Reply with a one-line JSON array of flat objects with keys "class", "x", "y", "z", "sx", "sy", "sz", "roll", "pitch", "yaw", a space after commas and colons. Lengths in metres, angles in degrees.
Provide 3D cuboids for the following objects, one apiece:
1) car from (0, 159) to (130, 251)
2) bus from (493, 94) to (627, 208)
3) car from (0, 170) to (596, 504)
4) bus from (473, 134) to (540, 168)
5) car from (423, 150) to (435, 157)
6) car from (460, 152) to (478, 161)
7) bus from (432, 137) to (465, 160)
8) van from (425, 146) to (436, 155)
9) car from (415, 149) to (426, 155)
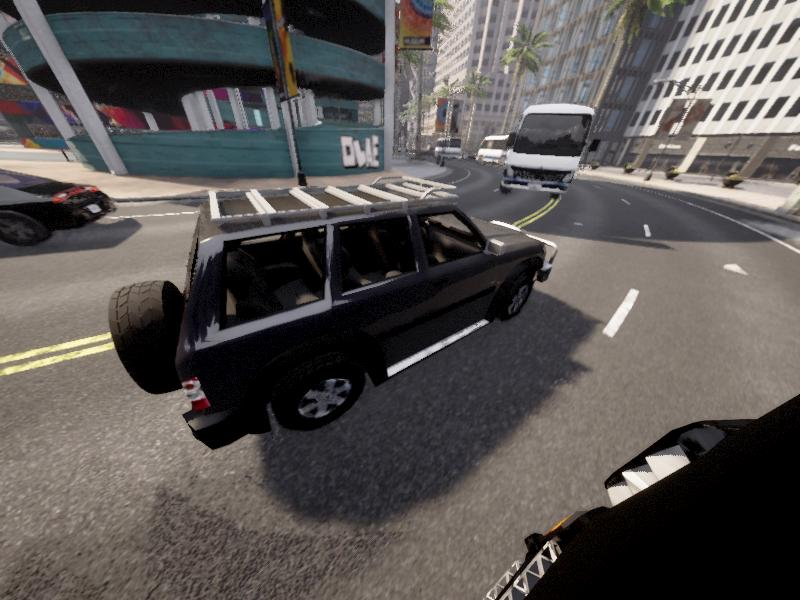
[{"class": "car", "x": -9.839, "y": -1.956, "z": 4.767, "sx": 4.974, "sy": 1.542, "sz": 2.038, "roll": -13, "pitch": 37, "yaw": -22}, {"class": "bus", "x": 9.132, "y": -9.369, "z": 14.795, "sx": 3.944, "sy": 4.253, "sz": 10.273, "roll": 17, "pitch": 36, "yaw": 19}, {"class": "car", "x": -0.033, "y": -0.447, "z": 2.901, "sx": 4.605, "sy": 1.855, "sz": 1.932, "roll": -19, "pitch": 40, "yaw": -30}, {"class": "bus", "x": 17.484, "y": -25.407, "z": 39.419, "sx": 3.944, "sy": 4.253, "sz": 10.273, "roll": -9, "pitch": 35, "yaw": -17}, {"class": "car", "x": 8.880, "y": -45.482, "z": 71.495, "sx": 2.152, "sy": 1.651, "sz": 5.027, "roll": -4, "pitch": 34, "yaw": -10}, {"class": "car", "x": 16.251, "y": -33.957, "z": 54.595, "sx": 2.038, "sy": 1.542, "sz": 4.974, "roll": -4, "pitch": 35, "yaw": -10}, {"class": "bus", "x": 11.756, "y": -37.841, "z": 57.623, "sx": 3.944, "sy": 4.253, "sz": 10.273, "roll": -4, "pitch": 34, "yaw": -10}, {"class": "van", "x": 10.424, "y": -52.037, "z": 80.306, "sx": 1.988, "sy": 2.561, "sz": 5.915, "roll": -4, "pitch": 34, "yaw": -10}, {"class": "car", "x": 7.016, "y": -51.098, "z": 79.774, "sx": 2.152, "sy": 1.651, "sz": 5.027, "roll": -4, "pitch": 34, "yaw": -10}]
